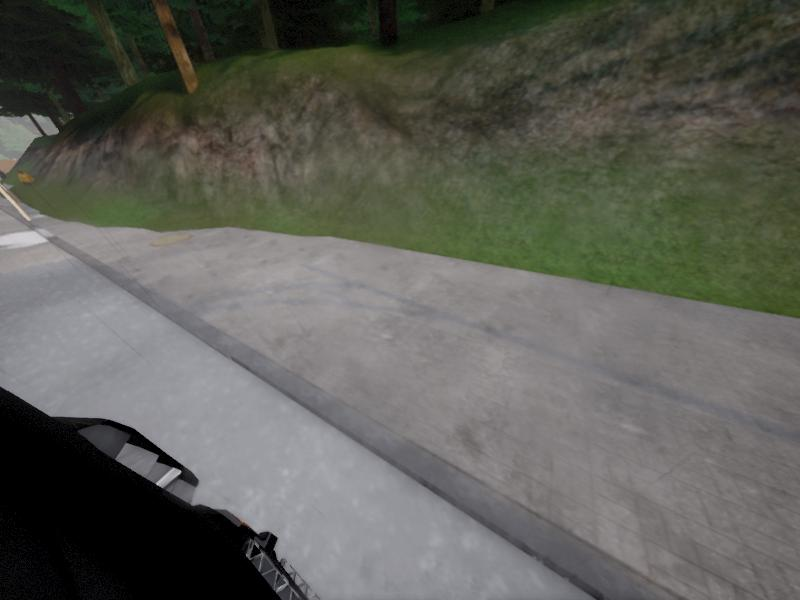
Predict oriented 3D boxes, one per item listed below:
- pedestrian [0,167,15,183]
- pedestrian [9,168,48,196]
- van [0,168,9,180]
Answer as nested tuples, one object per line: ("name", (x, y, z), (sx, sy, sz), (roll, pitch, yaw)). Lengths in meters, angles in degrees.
("pedestrian", (-54.973, -17.280, 32.016), (0.751, 1.860, 0.751), (16, 38, 26))
("pedestrian", (-28.658, -9.125, 17.850), (0.751, 1.860, 0.751), (21, 40, 31))
("van", (-77.206, -23.275, 42.748), (1.775, 1.987, 4.442), (16, 38, 26))
